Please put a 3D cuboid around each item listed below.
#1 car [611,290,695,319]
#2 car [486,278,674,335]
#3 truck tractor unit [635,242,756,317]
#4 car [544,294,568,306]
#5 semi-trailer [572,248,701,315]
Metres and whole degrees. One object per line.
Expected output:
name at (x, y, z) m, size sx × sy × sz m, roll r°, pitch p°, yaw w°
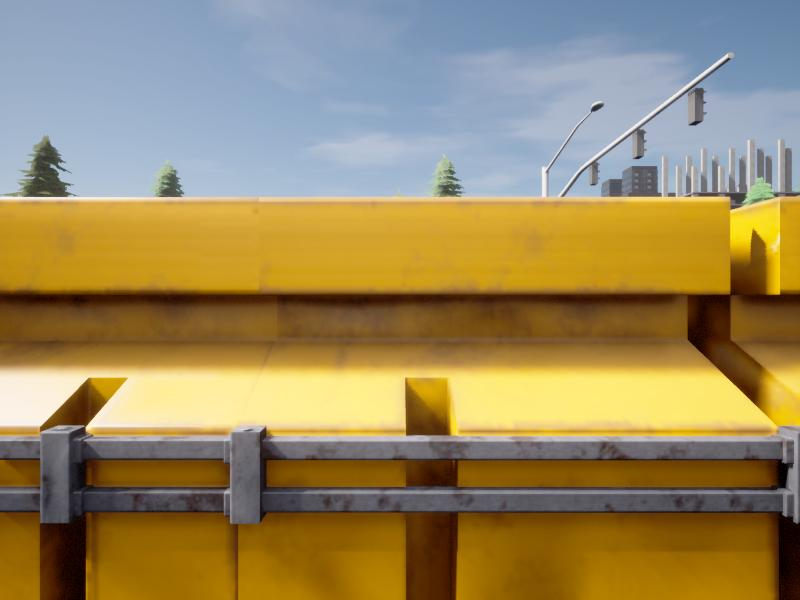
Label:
car at (14.734, 0.224, 23.717) m, size 2.038 × 1.542 × 4.974 m, roll 0°, pitch 0°, yaw 3°
car at (5.590, 0.170, 12.748) m, size 5.238 × 1.638 × 1.930 m, roll 0°, pitch 1°, yaw -8°
truck tractor unit at (18.380, -1.122, 25.553) m, size 3.053 × 4.208 × 6.516 m, roll 0°, pitch 0°, yaw 2°
car at (26.709, -0.036, 68.582) m, size 2.150 × 2.045 × 5.566 m, roll 0°, pitch 0°, yaw 2°
semi-trailer at (18.628, -1.219, 33.460) m, size 2.717 × 4.402 × 14.254 m, roll 0°, pitch 0°, yaw 2°
